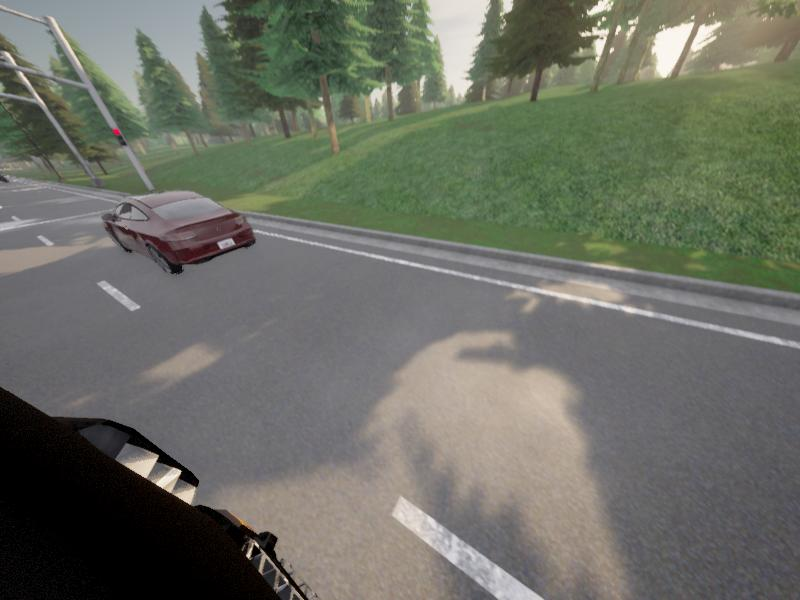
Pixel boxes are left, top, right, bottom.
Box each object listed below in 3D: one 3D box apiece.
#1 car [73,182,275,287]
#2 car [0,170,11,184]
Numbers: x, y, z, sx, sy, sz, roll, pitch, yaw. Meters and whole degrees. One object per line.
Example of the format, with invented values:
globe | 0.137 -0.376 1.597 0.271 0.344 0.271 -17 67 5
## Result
car | -5.621 -1.908 5.749 4.674 1.442 1.812 17 39 26
car | -52.776 -15.900 29.734 5.238 1.638 1.930 16 39 26
